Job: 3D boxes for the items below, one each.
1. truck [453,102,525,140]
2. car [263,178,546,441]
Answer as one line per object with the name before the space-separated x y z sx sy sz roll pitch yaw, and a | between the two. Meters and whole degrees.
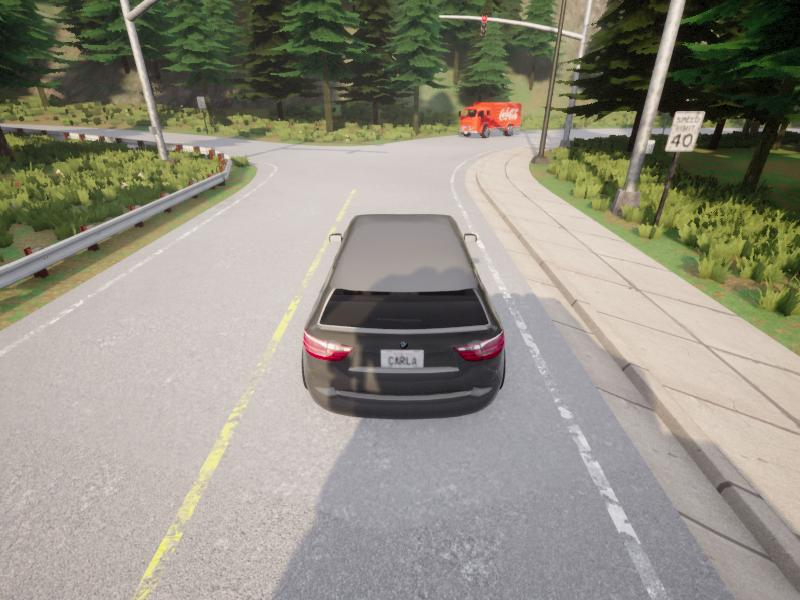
truck | 7.072 -14.296 31.723 5.204 2.467 2.627 -20 33 -34
car | 0.042 -0.416 5.592 2.242 1.667 4.611 0 27 0
